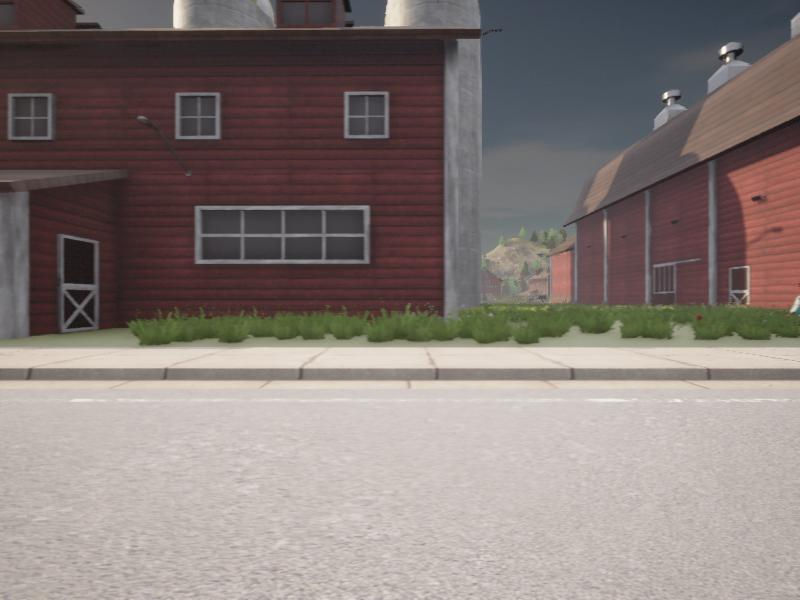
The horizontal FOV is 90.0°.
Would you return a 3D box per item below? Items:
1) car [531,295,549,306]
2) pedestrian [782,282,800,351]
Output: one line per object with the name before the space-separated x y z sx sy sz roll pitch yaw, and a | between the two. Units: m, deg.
car | 24.174 0.085 69.182 1.905 1.878 3.866 0 0 1
pedestrian | 6.667 0.265 6.464 0.500 1.100 0.500 0 0 -3
